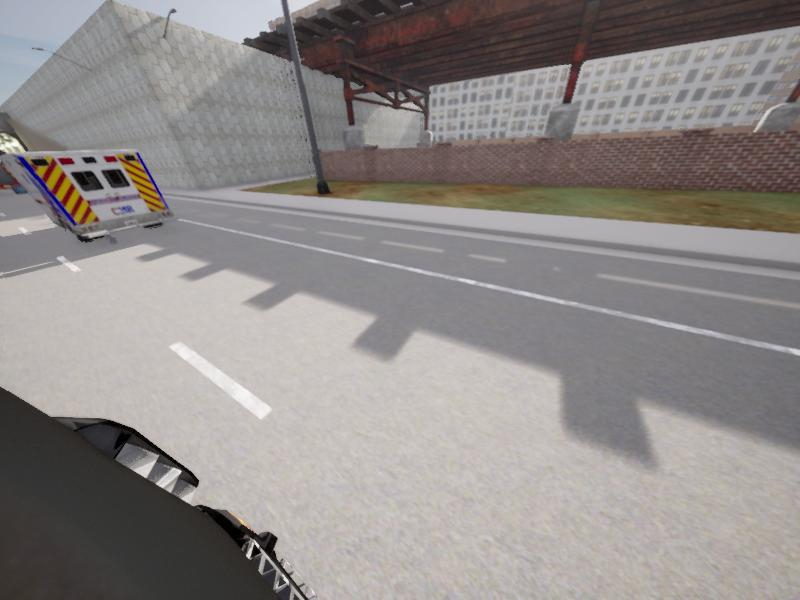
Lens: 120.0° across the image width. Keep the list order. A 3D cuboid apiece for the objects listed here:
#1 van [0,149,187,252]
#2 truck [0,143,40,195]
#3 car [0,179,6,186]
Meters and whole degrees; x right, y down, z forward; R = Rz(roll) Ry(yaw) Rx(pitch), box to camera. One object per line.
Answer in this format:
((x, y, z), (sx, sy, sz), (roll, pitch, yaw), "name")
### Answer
((-11.074, -3.767, 8.217), (6.366, 2.431, 2.351), (16, 38, 26), "van")
((-38.917, -12.344, 21.865), (8.468, 3.827, 2.891), (16, 38, 26), "truck")
((-53.573, -15.574, 29.932), (4.674, 1.442, 1.812), (16, 38, 26), "car")
